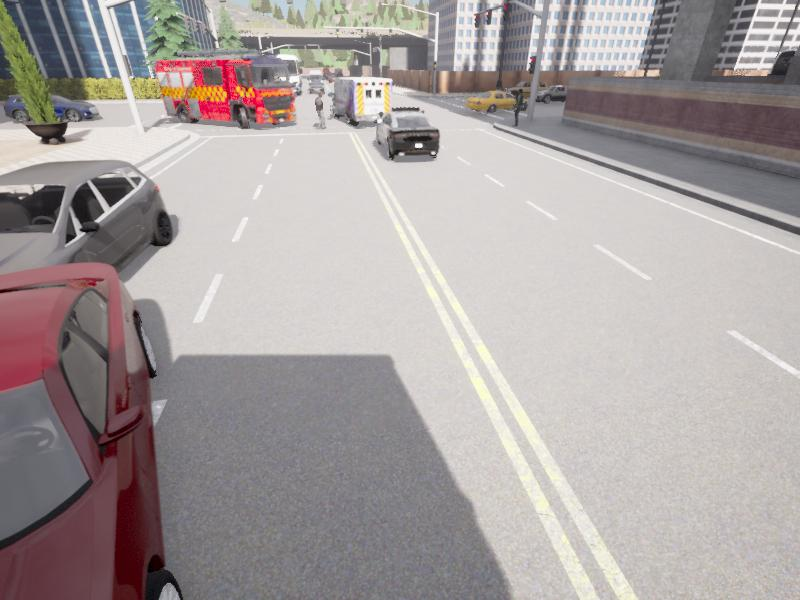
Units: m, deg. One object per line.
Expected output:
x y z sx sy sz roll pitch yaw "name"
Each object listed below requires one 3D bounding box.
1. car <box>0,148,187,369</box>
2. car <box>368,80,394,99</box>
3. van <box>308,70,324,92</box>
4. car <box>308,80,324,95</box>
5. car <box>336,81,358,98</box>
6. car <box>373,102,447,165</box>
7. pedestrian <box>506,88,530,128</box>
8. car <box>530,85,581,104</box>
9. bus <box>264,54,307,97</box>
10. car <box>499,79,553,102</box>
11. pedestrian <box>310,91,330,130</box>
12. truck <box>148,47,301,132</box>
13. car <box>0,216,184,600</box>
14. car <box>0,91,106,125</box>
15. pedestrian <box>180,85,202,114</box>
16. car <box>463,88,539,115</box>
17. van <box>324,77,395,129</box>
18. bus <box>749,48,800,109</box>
-5.407 -1.023 6.142 2.242 1.667 4.611 -5 30 -7 "car"
-2.200 -23.490 44.582 2.242 1.667 4.611 -5 31 -9 "car"
-12.214 -31.885 58.125 1.988 2.561 5.915 -5 31 -9 "van"
-10.816 -27.567 51.812 1.812 1.442 4.674 -5 31 -9 "car"
-6.224 -24.720 46.858 2.128 1.511 4.902 -5 31 -9 "car"
0.198 -6.943 16.275 1.930 1.638 5.238 -5 31 -9 "car"
6.343 -10.362 21.543 0.751 1.860 0.751 22 37 32 "pedestrian"
14.561 -19.340 37.623 3.806 1.475 1.970 -5 31 -8 "car"
-13.965 -27.965 49.720 3.944 4.253 10.273 -5 31 -9 "bus"
12.644 -21.122 40.280 4.605 1.855 1.932 -4 31 -7 "car"
-4.298 -10.229 21.648 0.751 1.860 0.751 0 30 1 "pedestrian"
-10.193 -12.295 23.303 8.468 3.827 2.891 16 34 26 "truck"
-2.874 1.011 2.760 1.882 1.535 5.008 -17 34 -26 "car"
-22.089 -12.211 25.372 4.856 1.649 2.033 -6 31 -9 "car"
-15.225 -14.615 29.189 0.751 1.860 0.751 4 31 7 "pedestrian"
7.578 -14.973 30.062 5.366 1.575 1.801 -13 33 -21 "car"
-2.641 -12.393 24.833 2.351 2.431 6.366 -12 33 -20 "van"
36.994 -19.009 34.242 10.273 4.253 3.944 -5 31 -8 "bus"
